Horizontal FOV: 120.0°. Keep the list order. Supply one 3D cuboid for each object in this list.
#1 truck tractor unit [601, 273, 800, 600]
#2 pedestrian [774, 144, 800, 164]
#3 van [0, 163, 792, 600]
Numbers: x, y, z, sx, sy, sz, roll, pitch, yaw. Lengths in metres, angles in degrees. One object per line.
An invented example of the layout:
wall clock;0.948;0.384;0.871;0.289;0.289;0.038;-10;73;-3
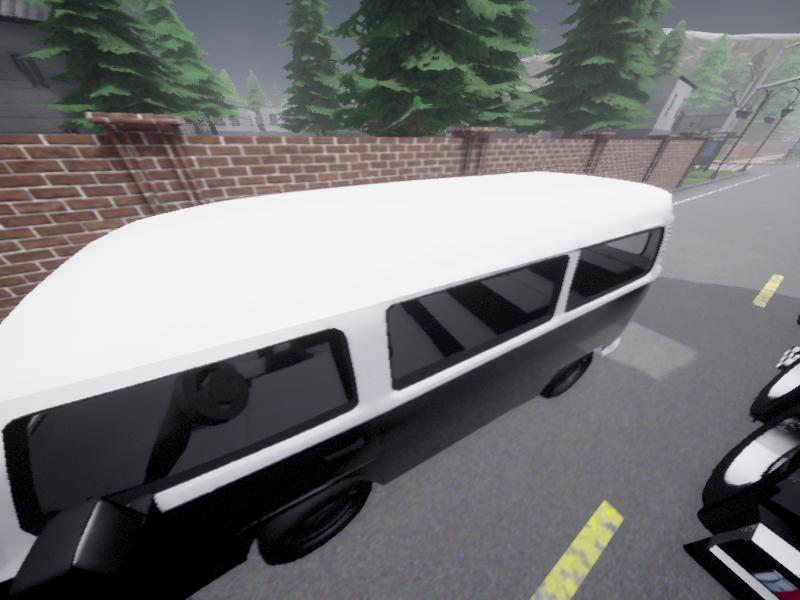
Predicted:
truck tractor unit;5.124;-0.287;0.759;6.516;4.208;3.053;-18;39;-23
pedestrian;45.398;-17.060;26.985;0.751;1.860;0.751;3;35;4
van;0.206;0.094;2.087;4.480;2.038;2.069;-16;38;-22
